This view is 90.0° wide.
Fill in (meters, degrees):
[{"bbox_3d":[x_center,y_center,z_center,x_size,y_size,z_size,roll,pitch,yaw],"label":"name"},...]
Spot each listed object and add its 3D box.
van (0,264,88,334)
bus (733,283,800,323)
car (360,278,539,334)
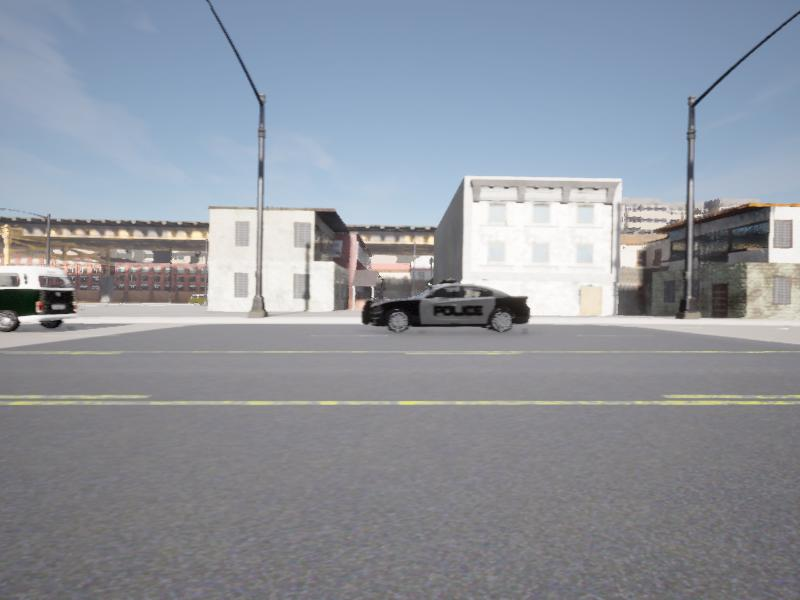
[{"bbox_3d":[-12.882,-0.035,12.587,4.480,2.038,2.069,0,0,0],"label":"van"},{"bbox_3d":[43.662,0.302,44.100,10.273,4.253,3.944,1,0,45],"label":"bus"},{"bbox_3d":[1.445,0.171,12.675,5.238,1.638,1.930,0,0,0],"label":"car"}]
